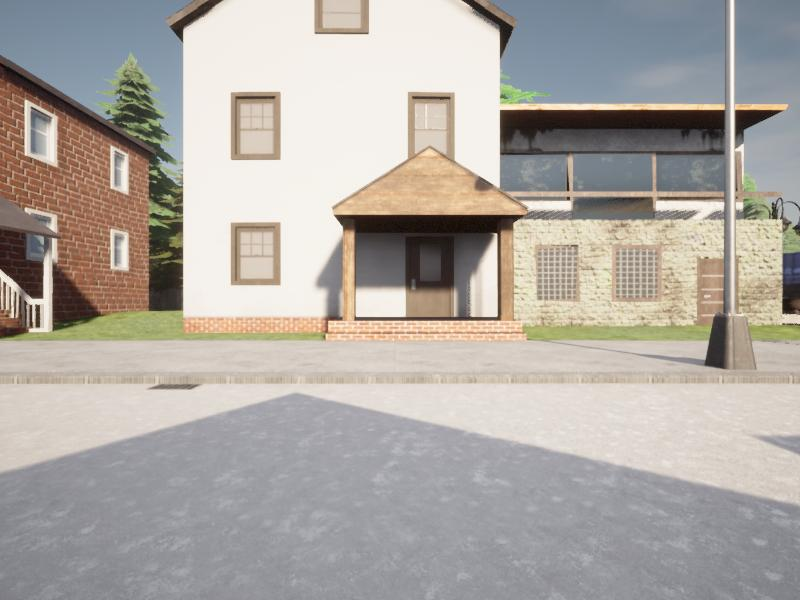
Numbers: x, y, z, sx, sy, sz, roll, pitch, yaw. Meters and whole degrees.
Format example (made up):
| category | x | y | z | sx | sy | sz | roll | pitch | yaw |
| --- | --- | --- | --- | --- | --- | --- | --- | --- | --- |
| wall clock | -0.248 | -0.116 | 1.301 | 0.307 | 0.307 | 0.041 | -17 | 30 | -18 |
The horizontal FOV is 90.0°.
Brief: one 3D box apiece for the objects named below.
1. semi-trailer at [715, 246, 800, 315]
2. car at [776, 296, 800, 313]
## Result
| category | x | y | z | sx | sy | sz | roll | pitch | yaw |
| --- | --- | --- | --- | --- | --- | --- | --- | --- | --- |
| semi-trailer | 26.912 | -1.217 | 25.245 | 2.717 | 4.402 | 14.254 | 0 | 0 | -1 |
| car | 30.883 | 0.344 | 29.538 | 1.895 | 1.301 | 4.718 | 0 | 0 | 1 |
